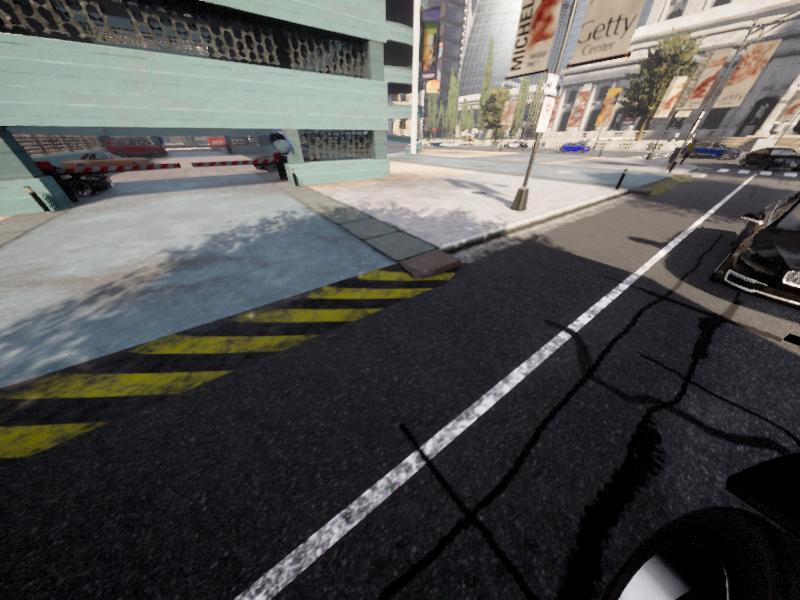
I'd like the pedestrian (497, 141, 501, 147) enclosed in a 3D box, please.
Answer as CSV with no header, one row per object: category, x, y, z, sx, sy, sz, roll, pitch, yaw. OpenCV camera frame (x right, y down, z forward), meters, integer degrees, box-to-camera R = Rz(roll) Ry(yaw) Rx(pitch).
pedestrian,25.545,-40.371,59.735,0.500,1.100,0.500,-19,39,-25

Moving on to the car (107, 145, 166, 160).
car,-33.678,-19.048,29.757,4.514,1.523,2.007,-22,41,-28

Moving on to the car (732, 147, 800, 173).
car,29.612,-11.196,18.317,1.812,1.442,4.674,16,38,22

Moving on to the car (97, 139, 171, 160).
car,-33.632,-19.388,29.558,5.566,2.045,2.435,-22,41,-28

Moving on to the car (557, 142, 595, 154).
car,27.859,-24.135,36.662,1.816,1.474,4.193,-22,41,-28

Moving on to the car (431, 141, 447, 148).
car,10.298,-41.232,61.126,3.806,1.475,1.970,18,39,24

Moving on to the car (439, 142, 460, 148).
car,12.150,-38.105,56.749,4.718,1.301,1.895,21,40,27

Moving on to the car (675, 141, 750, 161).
car,36.158,-17.403,26.907,2.033,1.649,4.856,-22,42,-28

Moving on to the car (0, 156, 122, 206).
car,-15.904,-5.121,9.848,4.786,1.482,2.161,-22,41,-28

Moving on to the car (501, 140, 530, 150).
car,24.923,-33.588,49.995,2.038,1.542,4.974,-22,40,-27

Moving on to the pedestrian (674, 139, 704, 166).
pedestrian,24.380,-12.484,19.517,0.751,1.860,0.751,-23,41,-29

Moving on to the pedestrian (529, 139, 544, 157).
pedestrian,17.032,-19.004,28.823,0.751,1.860,0.751,-16,38,-20

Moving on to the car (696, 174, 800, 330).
car,7.629,-1.080,4.084,4.892,1.490,1.837,-23,41,-28

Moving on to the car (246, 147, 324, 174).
car,-8.821,-10.972,18.027,4.902,1.511,2.128,-22,41,-28

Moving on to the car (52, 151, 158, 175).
car,-22.265,-10.651,17.830,4.718,1.301,1.895,-22,41,-28
